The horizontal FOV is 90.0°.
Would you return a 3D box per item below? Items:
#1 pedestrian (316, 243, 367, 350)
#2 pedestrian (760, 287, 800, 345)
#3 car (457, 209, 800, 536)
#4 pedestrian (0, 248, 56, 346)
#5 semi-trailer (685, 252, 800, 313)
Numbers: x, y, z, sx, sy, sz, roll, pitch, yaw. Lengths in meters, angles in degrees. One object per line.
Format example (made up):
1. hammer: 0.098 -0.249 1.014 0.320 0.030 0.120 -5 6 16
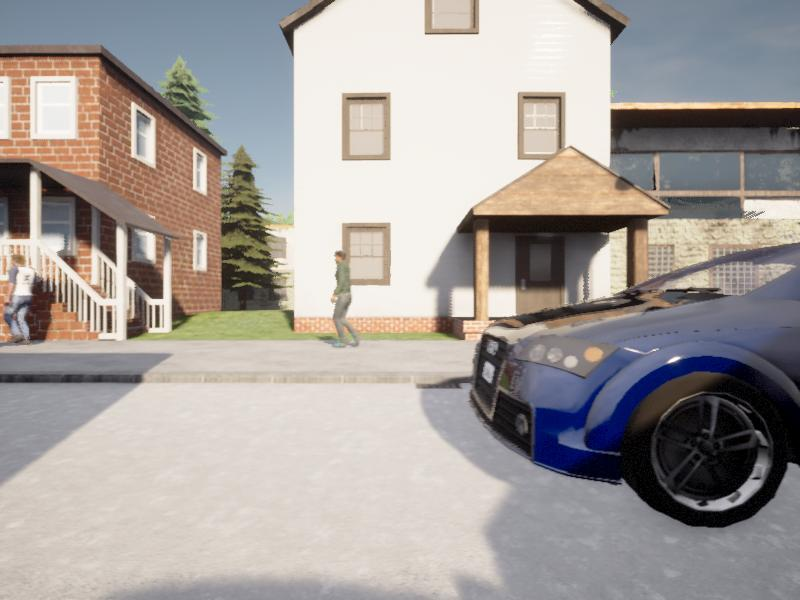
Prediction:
1. pedestrian: -1.063 -0.065 7.395 0.751 1.860 0.751 0 0 9
2. pedestrian: 7.583 0.307 7.894 0.500 1.100 0.500 0 0 -5
3. car: 2.596 0.306 2.672 4.181 1.385 1.994 0 0 1
4. pedestrian: -7.591 -0.059 8.001 0.751 1.860 0.751 0 0 4
5. semi-trailer: 30.139 -1.243 33.314 2.717 4.402 14.254 0 0 0
